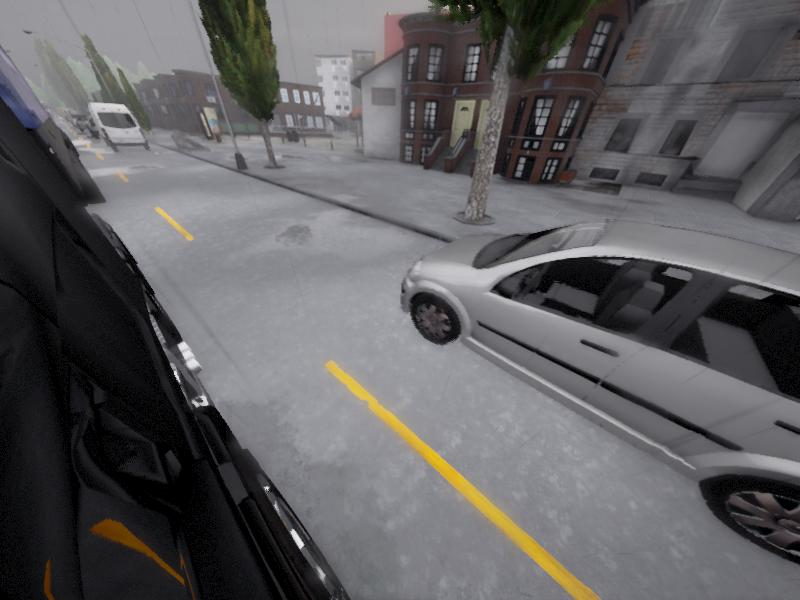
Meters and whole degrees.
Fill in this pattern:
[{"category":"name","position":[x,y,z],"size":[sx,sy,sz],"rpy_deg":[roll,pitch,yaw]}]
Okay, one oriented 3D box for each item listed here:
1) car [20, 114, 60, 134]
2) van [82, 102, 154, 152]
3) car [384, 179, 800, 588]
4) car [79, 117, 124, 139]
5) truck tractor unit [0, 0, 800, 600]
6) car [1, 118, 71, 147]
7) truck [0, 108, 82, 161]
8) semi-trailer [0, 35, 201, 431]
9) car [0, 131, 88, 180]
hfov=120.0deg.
[{"category":"car","position":[-40.567,-19.934,26.110],"size":[5.366,1.575,1.801],"rpy_deg":[29,44,30]},{"category":"van","position":[-20.577,-12.539,16.821],"size":[5.915,2.561,1.988],"rpy_deg":[29,44,31]},{"category":"car","position":[1.913,0.066,2.364],"size":[3.988,1.617,1.851],"rpy_deg":[29,44,31]},{"category":"car","position":[-30.624,-17.654,23.703],"size":[4.856,1.649,2.033],"rpy_deg":[28,43,31]},{"category":"truck tractor unit","position":[-2.645,-0.295,0.352],"size":[6.516,4.208,3.053],"rpy_deg":[28,44,30]},{"category":"car","position":[-26.988,-12.563,17.284],"size":[4.902,1.511,2.128],"rpy_deg":[29,44,30]},{"category":"truck","position":[-21.230,-9.700,13.377],"size":[6.274,2.098,2.390],"rpy_deg":[29,44,30]},{"category":"semi-trailer","position":[-8.655,-3.647,4.250],"size":[14.254,4.402,2.717],"rpy_deg":[29,44,30]},{"category":"car","position":[-15.454,-6.269,9.823],"size":[4.181,1.385,1.994],"rpy_deg":[28,43,31]}]
